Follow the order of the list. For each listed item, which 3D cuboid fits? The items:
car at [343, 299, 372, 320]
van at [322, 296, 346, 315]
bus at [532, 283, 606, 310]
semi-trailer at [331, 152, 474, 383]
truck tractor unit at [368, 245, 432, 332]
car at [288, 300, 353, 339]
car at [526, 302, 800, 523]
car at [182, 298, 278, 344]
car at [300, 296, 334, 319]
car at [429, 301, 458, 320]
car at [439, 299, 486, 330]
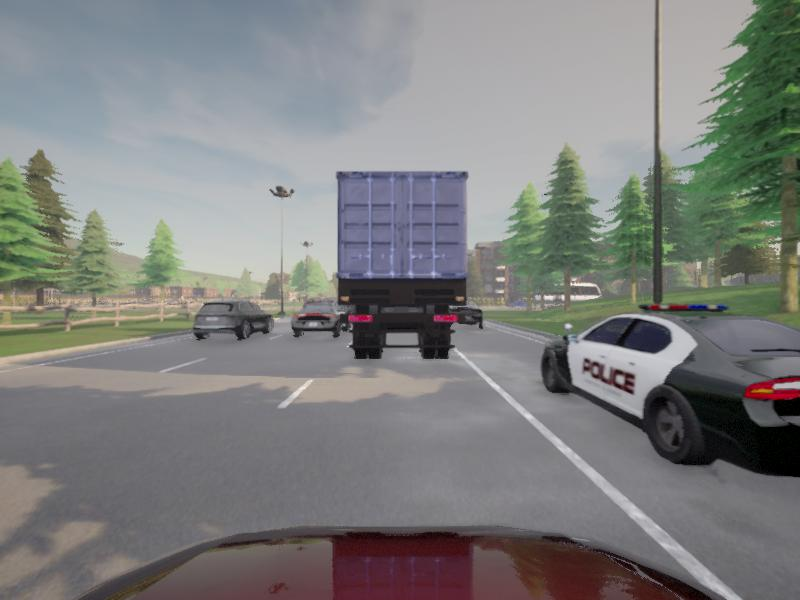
[{"bbox_3d":[-3.501,0.733,33.911,1.930,1.638,5.238,0,0,0],"label":"car"},{"bbox_3d":[-7.001,0.550,42.883,1.775,1.987,4.442,0,0,0],"label":"van"},{"bbox_3d":[27.303,-0.607,65.080,10.273,4.253,3.944,0,0,0],"label":"bus"},{"bbox_3d":[0.039,-0.638,14.749,2.717,4.402,14.254,0,0,0],"label":"semi-trailer"},{"bbox_3d":[0.023,-0.555,22.673,3.053,4.208,6.516,-1,0,0],"label":"truck tractor unit"},{"bbox_3d":[-3.499,0.802,18.594,2.038,1.542,4.974,0,0,0],"label":"car"},{"bbox_3d":[3.502,0.823,5.381,2.038,1.542,4.974,0,0,0],"label":"car"},{"bbox_3d":[-7.000,0.760,17.170,2.033,1.649,4.856,0,1,0],"label":"car"},{"bbox_3d":[-7.002,0.612,34.332,1.932,1.855,4.605,0,0,0],"label":"car"},{"bbox_3d":[3.492,0.833,32.843,1.812,1.442,4.674,0,0,0],"label":"car"},{"bbox_3d":[3.499,0.745,23.278,1.930,1.638,5.238,0,0,0],"label":"car"}]
